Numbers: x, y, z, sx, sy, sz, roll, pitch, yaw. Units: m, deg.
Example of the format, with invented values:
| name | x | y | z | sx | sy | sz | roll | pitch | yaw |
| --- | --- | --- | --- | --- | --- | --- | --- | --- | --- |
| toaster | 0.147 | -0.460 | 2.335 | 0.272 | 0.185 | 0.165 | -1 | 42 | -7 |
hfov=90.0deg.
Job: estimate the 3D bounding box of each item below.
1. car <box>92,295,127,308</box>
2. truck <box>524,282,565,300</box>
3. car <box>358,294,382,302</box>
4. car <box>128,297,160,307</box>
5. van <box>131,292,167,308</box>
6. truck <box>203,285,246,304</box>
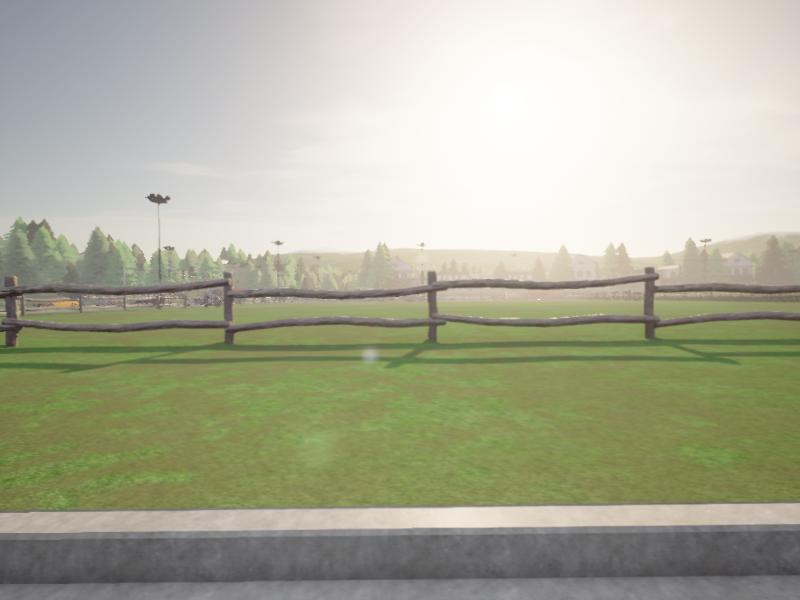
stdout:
| name | x | y | z | sx | sy | sz | roll | pitch | yaw |
| --- | --- | --- | --- | --- | --- | --- | --- | --- | --- |
| car | -44.202 | 0.141 | 61.096 | 1.932 | 1.855 | 4.605 | -1 | 0 | 1 |
| truck | 33.098 | -2.011 | 91.811 | 8.468 | 3.827 | 2.891 | -1 | 0 | 0 |
| car | -6.615 | -0.400 | 88.541 | 5.238 | 1.638 | 1.930 | -1 | 0 | 0 |
| car | -37.220 | 0.277 | 58.261 | 1.816 | 1.474 | 4.193 | -1 | 0 | 1 |
| van | -33.778 | -0.018 | 53.971 | 2.069 | 2.038 | 4.480 | -1 | 0 | 1 |
| truck | -36.598 | -1.091 | 83.702 | 2.891 | 3.827 | 8.468 | -1 | 0 | 25 |
